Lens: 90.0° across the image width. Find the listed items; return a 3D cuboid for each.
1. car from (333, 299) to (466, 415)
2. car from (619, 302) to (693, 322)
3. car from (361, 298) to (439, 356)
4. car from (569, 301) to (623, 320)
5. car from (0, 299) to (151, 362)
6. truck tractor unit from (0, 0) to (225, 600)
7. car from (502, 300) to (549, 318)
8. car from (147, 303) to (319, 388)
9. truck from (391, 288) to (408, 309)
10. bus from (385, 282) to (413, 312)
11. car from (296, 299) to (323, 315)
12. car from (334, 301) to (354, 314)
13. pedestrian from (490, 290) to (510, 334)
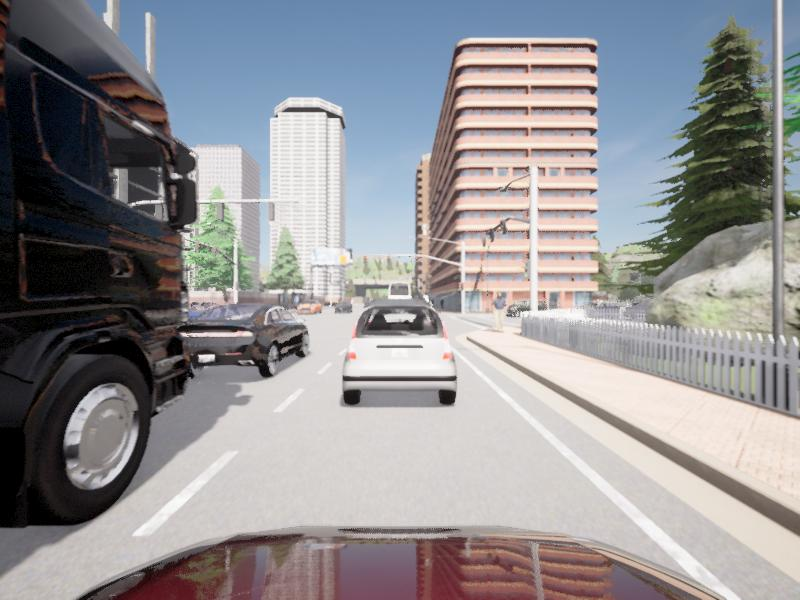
[{"bbox_3d":[-0.007,0.797,7.586,1.851,1.617,3.988,0,0,0],"label":"car"},{"bbox_3d":[20.003,0.874,31.251,5.357,1.411,2.033,0,0,-21],"label":"car"},{"bbox_3d":[0.010,0.772,13.838,2.242,1.667,4.611,0,0,0],"label":"car"},{"bbox_3d":[16.583,0.836,33.870,3.806,1.475,1.970,0,0,-21],"label":"car"},{"bbox_3d":[-10.469,0.791,12.785,2.033,1.649,4.856,0,0,-1],"label":"car"},{"bbox_3d":[-3.406,-0.515,1.107,3.053,4.208,6.516,0,0,-1],"label":"truck tractor unit"},{"bbox_3d":[11.300,0.795,36.128,3.705,1.549,1.789,0,0,-13],"label":"car"},{"bbox_3d":[-3.510,0.847,9.682,2.128,1.511,4.902,0,0,0],"label":"car"},{"bbox_3d":[-0.070,-0.241,75.000,2.891,3.827,8.468,0,0,0],"label":"truck"},{"bbox_3d":[-0.183,-0.463,62.287,3.944,4.253,10.273,0,0,0],"label":"bus"},{"bbox_3d":[-10.548,0.747,46.990,2.097,1.767,4.553,0,0,0],"label":"car"},{"bbox_3d":[-7.049,0.901,50.485,1.837,1.490,4.892,0,0,0],"label":"car"},{"bbox_3d":[4.399,0.505,17.560,0.751,1.860,0.751,0,0,20],"label":"pedestrian"}]
